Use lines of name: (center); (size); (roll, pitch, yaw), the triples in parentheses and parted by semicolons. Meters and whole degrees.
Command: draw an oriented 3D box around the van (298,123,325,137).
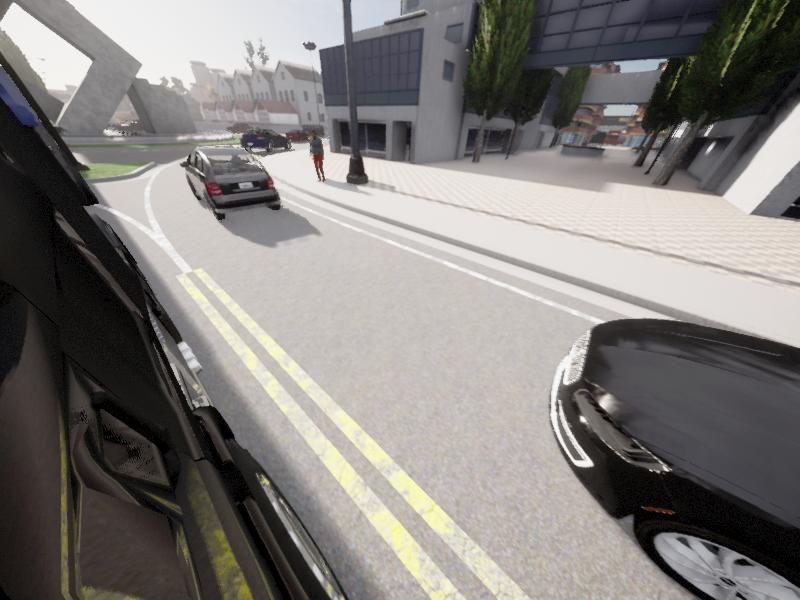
van: (-17.441, -33.542, 45.612); (4.442, 1.987, 1.775); (-23, 44, -30)

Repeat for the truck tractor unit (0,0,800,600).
truck tractor unit: (-2.645, -0.295, 0.351); (6.516, 4.208, 3.053); (28, 44, 30)

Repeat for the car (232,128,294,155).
car: (-11.653, -13.976, 20.189); (2.152, 1.651, 5.027); (4, 37, 2)

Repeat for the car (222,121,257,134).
car: (-30.170, -32.540, 43.598); (4.553, 1.767, 2.097); (-4, 37, -9)

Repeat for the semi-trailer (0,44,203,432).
semi-trailer: (-8.750, -3.582, 4.158); (14.254, 4.402, 2.717); (28, 44, 29)

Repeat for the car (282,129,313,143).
car: (-13.950, -22.571, 31.718); (1.994, 1.385, 4.181); (7, 37, 6)

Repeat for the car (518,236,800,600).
car: (3.462, 1.361, 0.819); (4.892, 1.490, 1.837); (27, 43, 30)

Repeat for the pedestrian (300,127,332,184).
pedestrian: (-3.343, -5.817, 9.360); (0.751, 1.860, 0.751); (3, 37, 0)

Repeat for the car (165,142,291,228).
car: (-5.127, -3.620, 6.860); (1.789, 1.549, 3.705); (-29, 47, -35)
